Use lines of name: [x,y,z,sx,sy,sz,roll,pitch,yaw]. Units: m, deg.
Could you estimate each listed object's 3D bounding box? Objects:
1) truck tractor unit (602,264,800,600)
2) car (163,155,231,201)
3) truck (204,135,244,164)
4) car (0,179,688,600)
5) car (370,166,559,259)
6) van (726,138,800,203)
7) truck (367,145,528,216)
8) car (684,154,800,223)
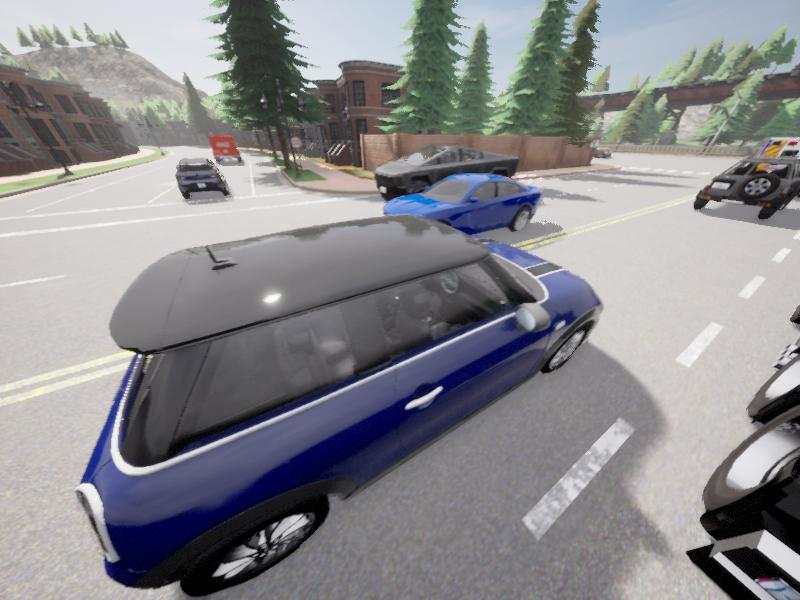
truck tractor unit: [5.107,-0.306,0.780,6.516,4.208,3.053,-18,39,-24]
car: [-9.934,-6.263,11.566,1.816,1.474,4.193,-20,40,-27]
truck: [-19.825,-17.230,26.367,2.627,2.467,5.204,-17,39,-24]
car: [0.120,0.015,2.410,4.553,1.767,2.097,-18,39,-24]
car: [1.890,-2.765,6.644,5.008,1.535,1.882,-18,39,-24]
van: [20.514,-6.887,11.942,6.366,2.431,2.351,-18,39,-24]
truck: [2.059,-5.358,9.881,6.274,2.098,2.390,-18,39,-24]
car: [13.538,-4.396,8.773,4.605,1.855,1.932,-17,38,-25]
